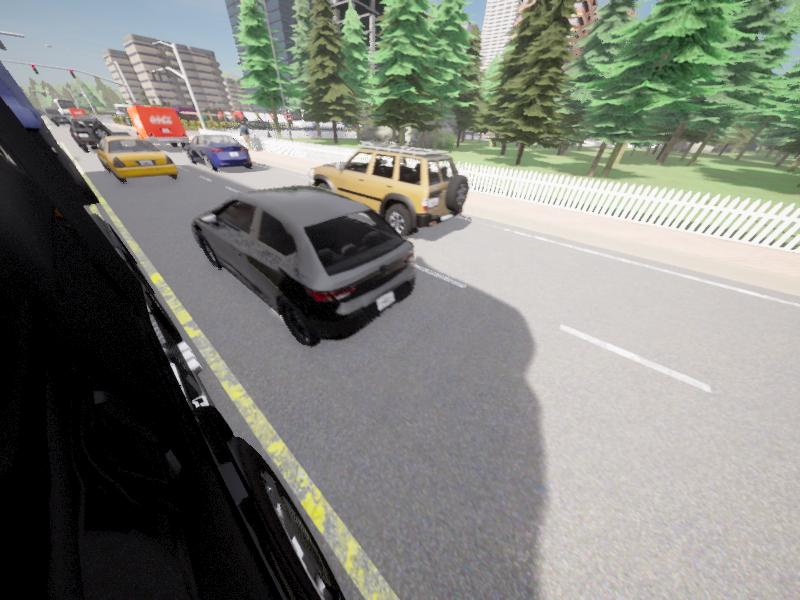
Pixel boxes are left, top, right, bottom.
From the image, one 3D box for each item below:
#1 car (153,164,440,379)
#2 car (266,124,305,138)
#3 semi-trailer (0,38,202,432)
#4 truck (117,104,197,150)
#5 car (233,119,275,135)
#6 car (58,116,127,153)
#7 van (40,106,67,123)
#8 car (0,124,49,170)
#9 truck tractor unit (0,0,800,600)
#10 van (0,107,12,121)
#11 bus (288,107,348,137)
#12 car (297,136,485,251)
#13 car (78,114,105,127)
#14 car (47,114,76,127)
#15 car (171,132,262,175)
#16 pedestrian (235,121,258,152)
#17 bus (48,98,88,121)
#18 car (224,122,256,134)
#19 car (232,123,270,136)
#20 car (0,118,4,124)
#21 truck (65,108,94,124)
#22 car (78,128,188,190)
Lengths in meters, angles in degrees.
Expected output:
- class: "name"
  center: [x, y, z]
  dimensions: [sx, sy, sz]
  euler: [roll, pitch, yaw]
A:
- class: "car"
  center: [-1.745, -0.997, 3.646]
  dimensions: [4.193, 1.474, 1.816]
  euler: [28, 43, 29]
- class: "car"
  center: [-18.740, -27.818, 38.070]
  dimensions: [1.930, 1.638, 5.238]
  euler: [27, 43, 28]
- class: "semi-trailer"
  center: [-8.730, -3.595, 4.179]
  dimensions: [14.254, 4.402, 2.717]
  euler: [28, 44, 29]
- class: "truck"
  center: [-18.576, -13.059, 17.674]
  dimensions: [5.204, 2.467, 2.627]
  euler: [26, 42, 31]
- class: "car"
  center: [-25.239, -30.019, 40.220]
  dimensions: [2.150, 2.045, 5.566]
  euler: [27, 43, 28]
- class: "car"
  center: [-21.116, -11.407, 15.851]
  dimensions: [4.605, 1.855, 1.932]
  euler: [27, 43, 30]
- class: "van"
  center: [-73.378, -39.322, 48.892]
  dimensions: [5.915, 2.561, 1.988]
  euler: [28, 43, 29]
- class: "car"
  center: [-18.577, -7.173, 10.725]
  dimensions: [3.806, 1.475, 1.970]
  euler: [28, 44, 29]
- class: "truck tractor unit"
  center: [-2.645, -0.295, 0.351]
  dimensions: [6.516, 4.208, 3.053]
  euler: [28, 44, 30]
- class: "van"
  center: [-79.140, -36.691, 45.452]
  dimensions: [4.480, 2.038, 2.069]
  euler: [28, 43, 29]
- class: "bus"
  center: [-15.593, -34.656, 45.218]
  dimensions: [3.944, 4.253, 10.273]
  euler: [27, 43, 28]
- class: "car"
  center: [-0.477, -3.218, 6.355]
  dimensions: [4.605, 1.855, 1.932]
  euler: [28, 44, 29]
- class: "car"
  center: [-54.291, -31.567, 40.647]
  dimensions: [5.238, 1.638, 1.930]
  euler: [28, 43, 29]
- class: "car"
  center: [-54.955, -29.146, 37.473]
  dimensions: [4.514, 1.525, 2.007]
  euler: [28, 44, 29]
- class: "car"
  center: [-9.918, -8.046, 12.472]
  dimensions: [4.792, 1.488, 2.163]
  euler: [28, 43, 29]
- class: "pedestrian"
  center: [-11.746, -12.523, 17.700]
  dimensions: [0.751, 1.860, 0.751]
  euler: [30, 45, 32]
- class: "bus"
  center: [-86.712, -49.682, 60.382]
  dimensions: [10.273, 4.253, 3.944]
  euler: [28, 43, 29]
- class: "car"
  center: [-28.611, -30.782, 41.376]
  dimensions: [1.851, 1.617, 3.988]
  euler: [27, 43, 28]
- class: "car"
  center: [-23.902, -27.391, 37.248]
  dimensions: [2.007, 1.525, 4.514]
  euler: [27, 43, 28]
- class: "car"
  center: [-62.969, -27.901, 35.337]
  dimensions: [4.674, 1.442, 1.812]
  euler: [28, 43, 29]
- class: "truck"
  center: [-69.617, -40.015, 50.160]
  dimensions: [5.204, 2.467, 2.627]
  euler: [28, 43, 29]
- class: "car"
  center: [-11.159, -6.019, 9.605]
  dimensions: [5.366, 1.575, 1.801]
  euler: [28, 43, 29]
